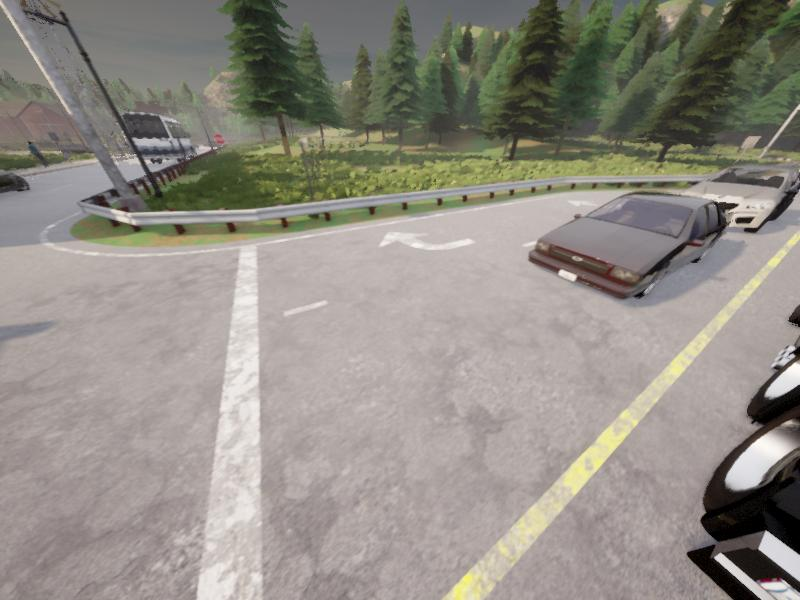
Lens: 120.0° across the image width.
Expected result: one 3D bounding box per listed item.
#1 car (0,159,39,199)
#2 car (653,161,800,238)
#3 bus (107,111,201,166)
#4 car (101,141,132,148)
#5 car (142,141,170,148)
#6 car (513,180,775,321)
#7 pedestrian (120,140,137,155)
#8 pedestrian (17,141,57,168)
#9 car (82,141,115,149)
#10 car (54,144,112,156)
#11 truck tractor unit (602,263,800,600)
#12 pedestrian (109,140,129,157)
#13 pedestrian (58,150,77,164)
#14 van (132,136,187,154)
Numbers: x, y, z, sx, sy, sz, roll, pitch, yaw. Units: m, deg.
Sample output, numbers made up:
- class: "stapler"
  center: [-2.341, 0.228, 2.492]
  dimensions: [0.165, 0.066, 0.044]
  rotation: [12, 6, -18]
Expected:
- class: "car"
  center: [-19.146, -5.138, 10.035]
  dimensions: [1.994, 1.385, 4.181]
  rotation: [-17, 38, -24]
- class: "car"
  center: [11.672, -3.669, 7.972]
  dimensions: [4.611, 1.667, 2.242]
  rotation: [-18, 39, -24]
- class: "bus"
  center: [-26.642, -18.073, 26.061]
  dimensions: [3.944, 4.253, 10.273]
  rotation: [-17, 39, -24]
- class: "car"
  center: [-76.999, -42.257, 62.750]
  dimensions: [4.792, 1.488, 2.163]
  rotation: [-17, 39, -24]
- class: "car"
  center: [-69.759, -44.554, 66.094]
  dimensions: [5.008, 1.535, 1.882]
  rotation: [-17, 39, -24]
- class: "car"
  center: [5.304, -1.503, 5.018]
  dimensions: [5.357, 1.411, 2.033]
  rotation: [-18, 39, -24]
- class: "pedestrian"
  center: [-40.793, -22.948, 34.705]
  dimensions: [0.751, 1.860, 0.751]
  rotation: [-20, 40, -27]
- class: "pedestrian"
  center: [-29.804, -11.982, 19.031]
  dimensions: [0.751, 1.860, 0.751]
  rotation: [-15, 38, -21]
- class: "car"
  center: [-72.193, -37.248, 55.445]
  dimensions: [1.930, 1.638, 5.238]
  rotation: [-7, 35, -10]
- class: "car"
  center: [-48.561, -23.181, 35.592]
  dimensions: [4.792, 1.488, 2.163]
  rotation: [-18, 39, -24]
- class: "truck tractor unit"
  center: [5.111, -0.299, 0.792]
  dimensions: [6.516, 4.208, 3.053]
  rotation: [-18, 39, -24]
- class: "pedestrian"
  center: [-37.852, -20.438, 31.123]
  dimensions: [0.751, 1.860, 0.751]
  rotation: [-16, 38, -22]
- class: "pedestrian"
  center: [-31.851, -13.693, 22.140]
  dimensions: [0.500, 1.100, 0.500]
  rotation: [-17, 38, -24]
- class: "van"
  center: [-42.623, -27.496, 41.060]
  dimensions: [6.366, 2.431, 2.351]
  rotation: [-1, 29, 0]
